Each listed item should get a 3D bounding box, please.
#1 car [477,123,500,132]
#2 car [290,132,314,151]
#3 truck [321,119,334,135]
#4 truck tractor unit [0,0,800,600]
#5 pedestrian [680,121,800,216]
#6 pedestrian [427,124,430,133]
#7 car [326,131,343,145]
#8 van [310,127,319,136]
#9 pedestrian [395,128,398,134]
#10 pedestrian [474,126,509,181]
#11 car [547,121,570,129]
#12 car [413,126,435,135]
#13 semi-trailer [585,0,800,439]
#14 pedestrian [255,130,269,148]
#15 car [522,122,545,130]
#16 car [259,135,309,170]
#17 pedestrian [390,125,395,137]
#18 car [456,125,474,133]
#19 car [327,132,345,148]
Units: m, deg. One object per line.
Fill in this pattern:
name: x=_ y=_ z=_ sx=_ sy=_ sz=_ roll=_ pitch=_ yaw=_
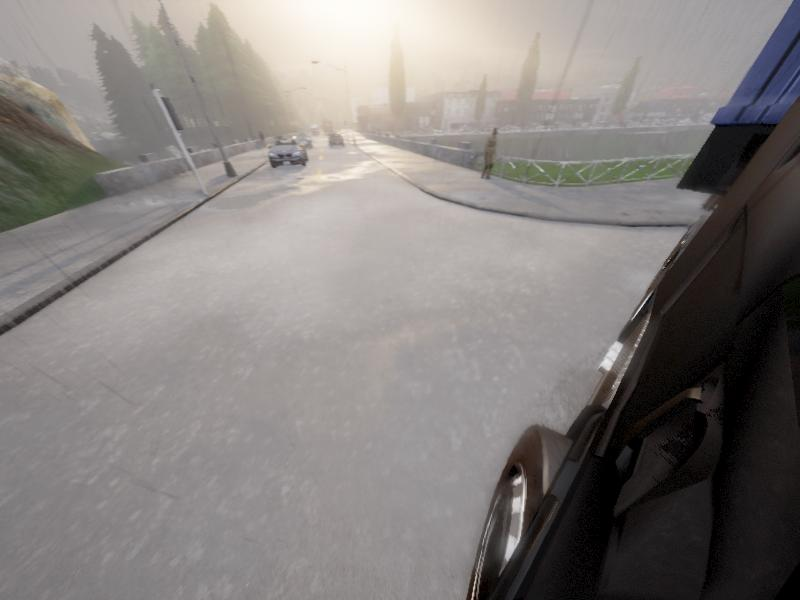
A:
car: x=23.249 y=-45.204 z=60.585 sx=5.238 sy=1.638 sz=1.930 roll=-10 pitch=38 yaw=-11
car: x=-11.844 y=-19.443 z=28.182 sx=2.033 sy=1.649 sz=4.856 roll=-10 pitch=38 yaw=-11
truck: x=-22.521 y=-53.797 z=71.837 sx=2.891 sy=3.827 sz=8.468 roll=-10 pitch=38 yaw=-11
truck tractor unit: x=2.645 y=-0.295 z=0.351 sx=6.516 sy=4.208 sz=3.053 roll=-28 pitch=44 yaw=-30
pedestrian: x=8.163 y=-3.144 z=5.592 sx=0.751 sy=1.860 sz=0.751 roll=-12 pitch=39 yaw=-14
pedestrian: x=7.380 y=-44.133 z=59.408 sx=0.751 sy=1.860 sz=0.751 roll=1 pitch=37 yaw=3
car: x=-9.950 y=-24.525 z=34.853 sx=2.038 sy=1.542 sz=4.974 roll=-10 pitch=38 yaw=-11
van: x=-25.055 y=-49.415 z=67.671 sx=2.069 sy=2.038 sz=4.480 roll=-10 pitch=38 yaw=-11
pedestrian: x=-0.969 y=-44.795 z=61.089 sx=0.751 sy=1.300 sz=0.751 roll=-8 pitch=38 yaw=-9
pedestrian: x=3.770 y=-6.106 z=9.662 sx=0.751 sy=1.860 sz=0.751 roll=-8 pitch=38 yaw=-8
car: x=44.417 y=-49.029 z=64.769 sx=4.856 sy=1.649 sz=2.033 roll=-10 pitch=38 yaw=-11
car: x=5.933 y=-42.068 z=57.165 sx=5.027 sy=1.651 sz=2.152 roll=-10 pitch=38 yaw=-11
semi-trailer: x=9.754 y=-2.500 z=2.801 sx=14.254 sy=4.402 sz=2.717 roll=-13 pitch=38 yaw=-15
pedestrian: x=-17.770 y=-20.819 z=29.815 sx=0.751 sy=1.860 sz=0.751 roll=-6 pitch=38 yaw=-5
car: x=36.447 y=-47.587 z=63.195 sx=5.238 sy=1.638 sz=1.930 roll=-10 pitch=38 yaw=-11
car: x=-7.933 y=-10.589 z=16.381 sx=2.242 sy=1.667 sz=4.611 roll=-10 pitch=38 yaw=-11
pedestrian: x=-1.424 y=-32.938 z=45.076 sx=0.751 sy=1.860 sz=0.751 roll=-10 pitch=38 yaw=-11
car: x=16.551 y=-43.927 z=59.308 sx=3.806 sy=1.475 sz=1.970 roll=-10 pitch=38 yaw=-11
car: x=-8.254 y=-20.667 z=29.774 sx=1.816 sy=1.474 sz=4.193 roll=-10 pitch=38 yaw=-11
